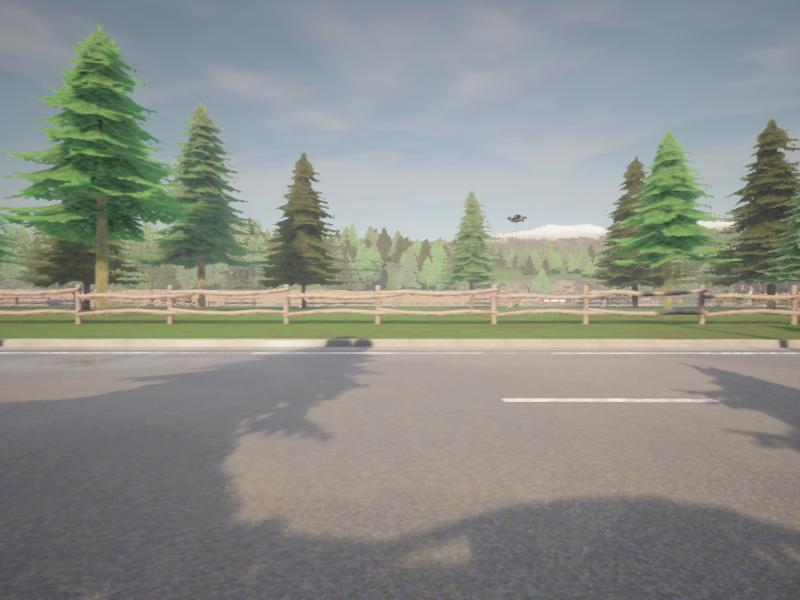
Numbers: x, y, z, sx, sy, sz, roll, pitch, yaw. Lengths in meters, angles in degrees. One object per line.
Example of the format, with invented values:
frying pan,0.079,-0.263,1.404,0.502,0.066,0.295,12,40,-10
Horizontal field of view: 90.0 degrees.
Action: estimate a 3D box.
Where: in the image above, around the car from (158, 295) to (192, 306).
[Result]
car,-37.481,0.026,66.701,4.605,1.855,1.932,0,0,0
